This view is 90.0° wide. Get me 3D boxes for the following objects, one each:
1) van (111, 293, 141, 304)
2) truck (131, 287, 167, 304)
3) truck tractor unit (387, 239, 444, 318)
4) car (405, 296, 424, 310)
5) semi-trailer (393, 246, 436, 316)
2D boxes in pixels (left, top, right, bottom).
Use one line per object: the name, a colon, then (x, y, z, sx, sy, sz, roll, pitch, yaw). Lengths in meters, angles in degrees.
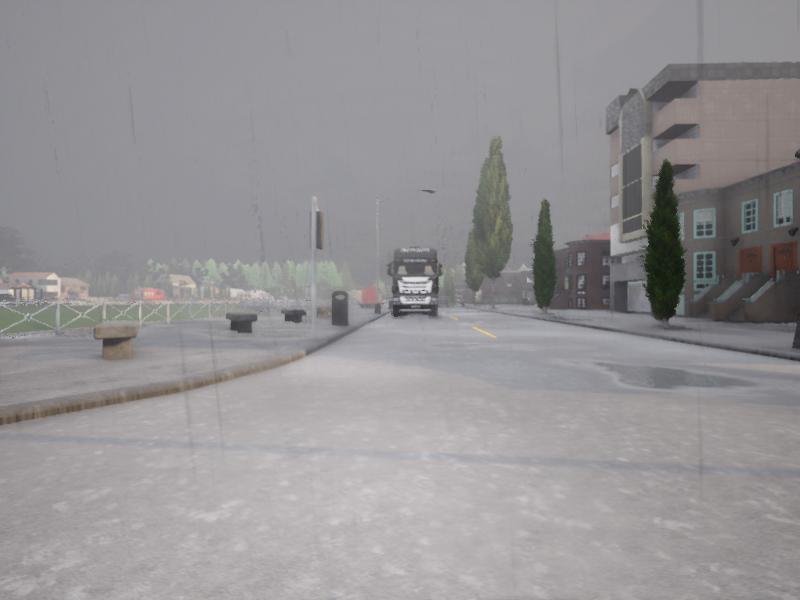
van: (-62.642, -0.278, 91.674, 2.351, 2.431, 6.366, 0, 0, 2)
truck: (-58.566, -0.973, 93.712, 2.891, 3.827, 8.468, 0, 0, 2)
truck tractor unit: (0.913, -1.123, 24.498, 3.053, 4.208, 6.516, 0, 0, 2)
car: (1.549, 0.306, 43.518, 1.994, 1.385, 4.181, 0, 0, 2)
semi-trailer: (1.126, -1.220, 32.410, 2.717, 4.402, 14.254, 0, 0, 2)
